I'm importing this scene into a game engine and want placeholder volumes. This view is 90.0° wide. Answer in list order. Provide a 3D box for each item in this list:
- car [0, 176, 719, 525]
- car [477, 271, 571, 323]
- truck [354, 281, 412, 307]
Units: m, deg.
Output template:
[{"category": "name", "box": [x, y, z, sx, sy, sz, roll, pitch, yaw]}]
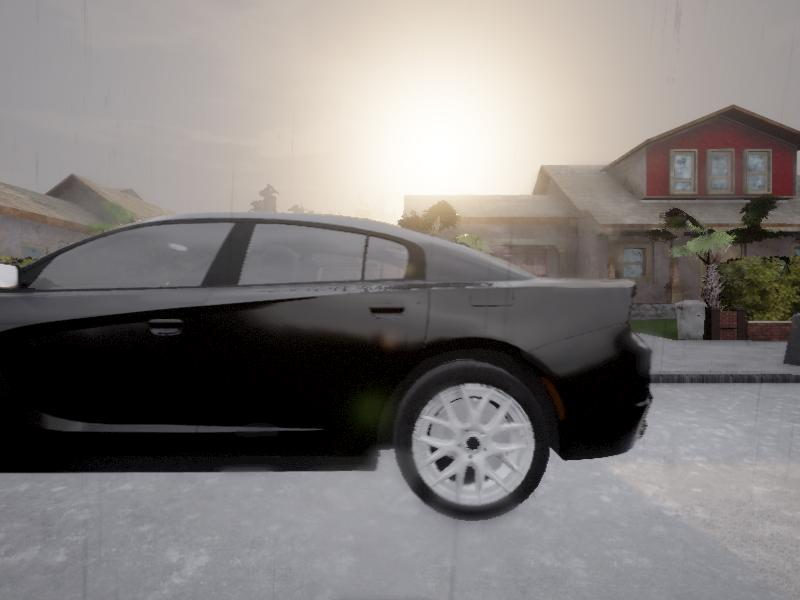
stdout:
[{"category": "car", "box": [-1.099, 0.223, 2.711, 5.008, 1.535, 1.882, 0, 0, 0]}, {"category": "car", "box": [3.891, -0.082, 13.247, 1.845, 1.501, 3.633, 0, 0, -3]}, {"category": "truck", "box": [-2.477, -0.921, 60.272, 8.468, 3.827, 2.891, 0, 0, 0]}]
